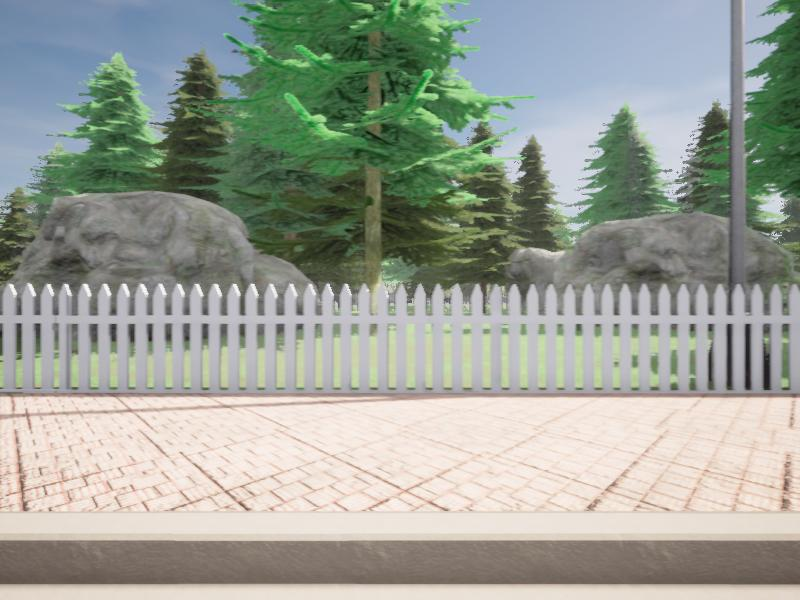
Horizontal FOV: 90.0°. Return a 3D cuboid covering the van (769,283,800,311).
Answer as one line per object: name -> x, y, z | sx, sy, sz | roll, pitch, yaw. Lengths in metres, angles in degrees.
van -> 36.804, -0.273, 35.943 | 1.988, 2.561, 5.915 | 0, 0, 1
